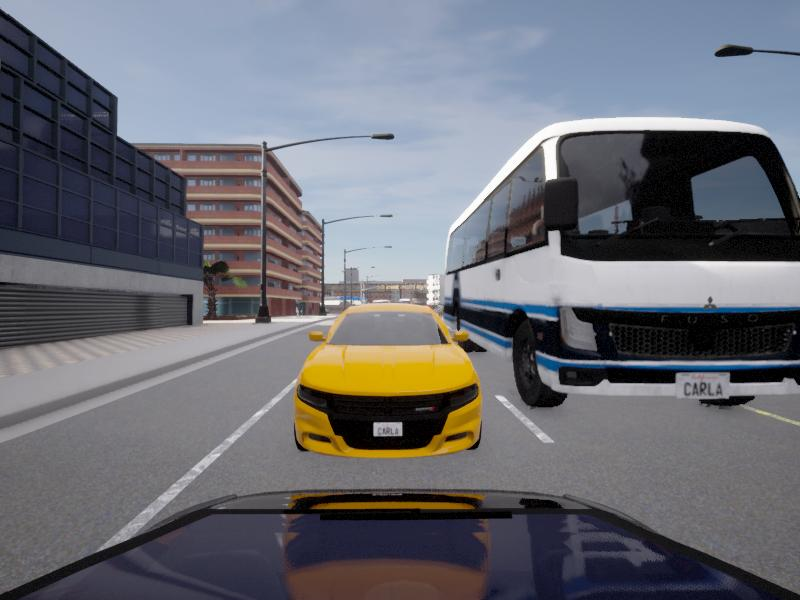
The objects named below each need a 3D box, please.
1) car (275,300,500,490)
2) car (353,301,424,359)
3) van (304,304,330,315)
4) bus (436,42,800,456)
[{"bbox_3d":[-0.158,0.790,5.854,1.882,1.535,5.008,0,1,-1],"label":"car"},{"bbox_3d":[-0.325,0.768,12.619,1.812,1.442,4.674,0,1,-1],"label":"car"},{"bbox_3d":[-19.654,2.234,95.167,5.915,2.561,1.988,0,-1,-2],"label":"van"},{"bbox_3d":[3.384,-0.605,9.293,3.944,4.253,10.273,0,1,-1],"label":"bus"}]
